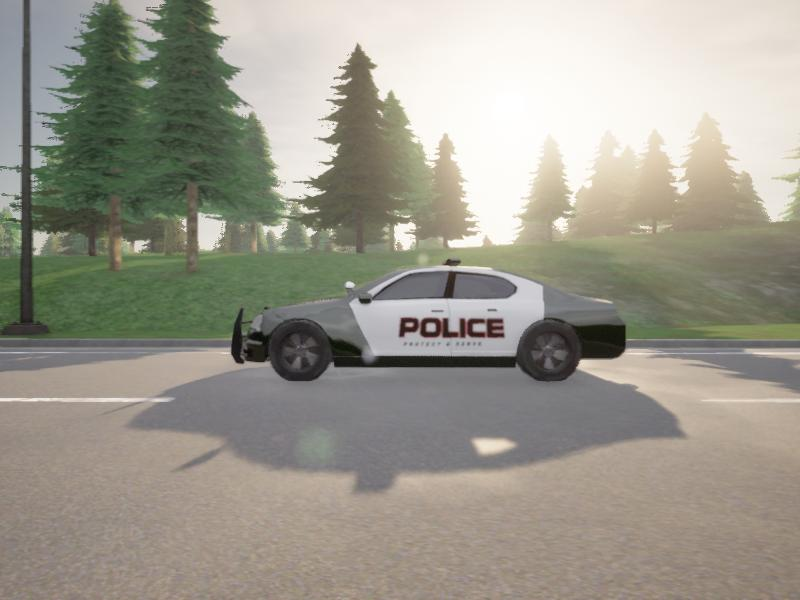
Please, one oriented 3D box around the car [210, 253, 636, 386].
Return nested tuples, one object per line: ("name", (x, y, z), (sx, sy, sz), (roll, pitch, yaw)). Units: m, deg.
("car", (0.272, 0.229, 5.700), (4.974, 1.542, 2.038), (0, 0, 0))
